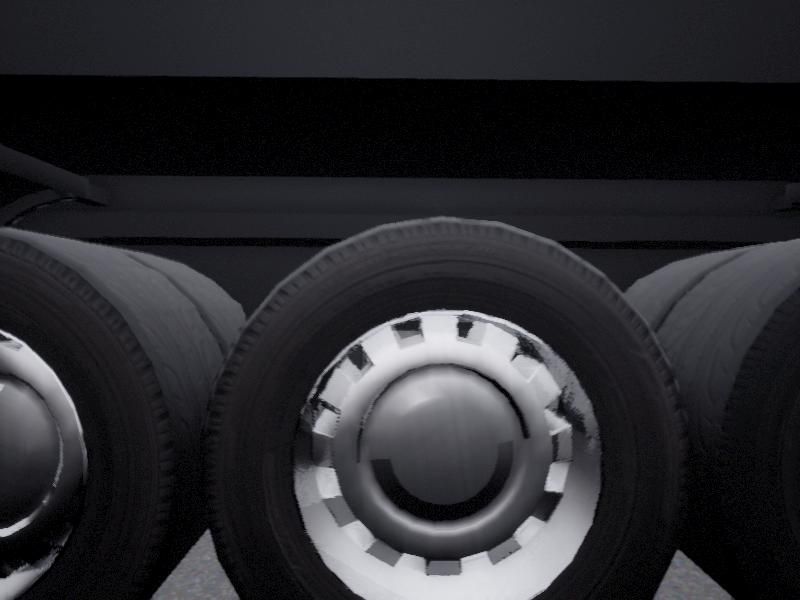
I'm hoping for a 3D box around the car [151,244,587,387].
[{"bbox_3d":[-0.358,0.181,5.697,5.027,1.651,2.152,0,0,0],"label":"car"}]

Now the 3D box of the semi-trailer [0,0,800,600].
[{"bbox_3d":[-2.491,-1.219,2.186,14.254,4.402,2.717,0,0,0],"label":"semi-trailer"}]

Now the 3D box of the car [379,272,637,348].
[{"bbox_3d":[2.243,0.202,9.216,5.366,1.575,1.801,0,0,0],"label":"car"}]
